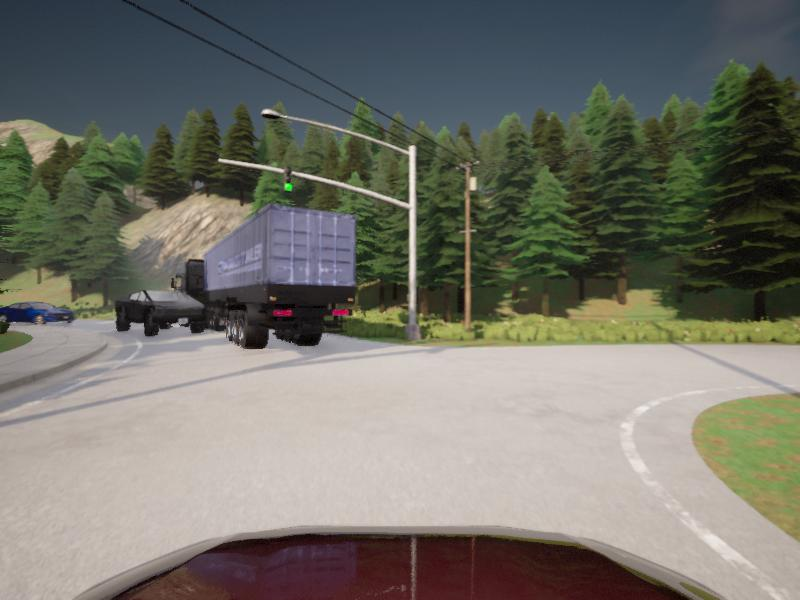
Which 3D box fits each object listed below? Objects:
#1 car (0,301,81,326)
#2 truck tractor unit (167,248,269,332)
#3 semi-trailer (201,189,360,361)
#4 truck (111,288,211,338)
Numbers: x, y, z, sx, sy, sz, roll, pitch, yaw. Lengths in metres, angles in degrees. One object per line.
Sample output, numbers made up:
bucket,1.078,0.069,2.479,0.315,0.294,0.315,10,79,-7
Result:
car,-24.217,0.859,26.659,5.008,1.535,1.882,0,0,14
truck tractor unit,-10.769,-0.499,23.352,6.516,4.208,3.053,0,0,42
semi-trailer,-6.130,-0.609,17.008,2.717,4.402,14.254,1,-1,-32
truck,-11.862,0.567,19.639,6.274,2.098,2.390,0,0,41
